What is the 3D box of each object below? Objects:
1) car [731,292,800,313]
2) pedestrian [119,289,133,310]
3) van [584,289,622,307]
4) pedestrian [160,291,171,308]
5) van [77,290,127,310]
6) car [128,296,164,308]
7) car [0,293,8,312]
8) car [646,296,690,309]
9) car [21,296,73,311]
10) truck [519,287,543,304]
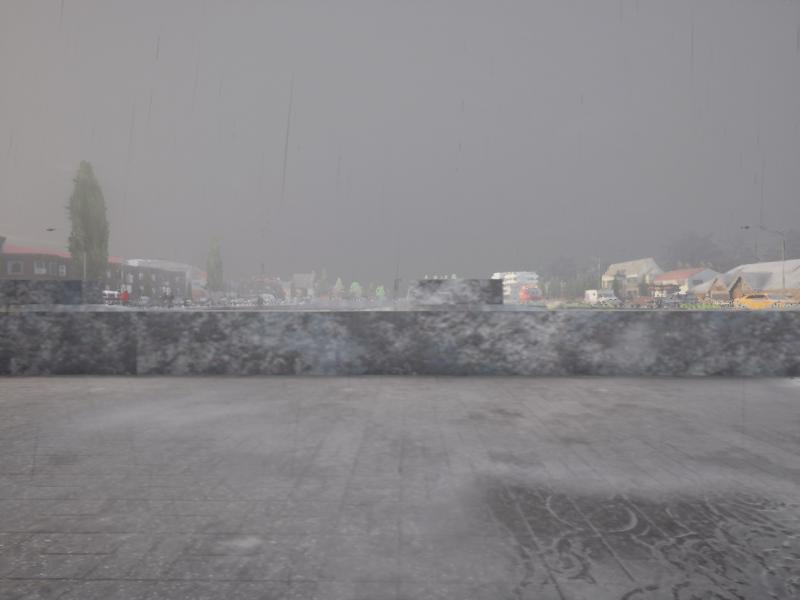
[{"bbox_3d":[29.193,0.187,31.625,1.882,1.535,5.008,0,0,1],"label":"car"},{"bbox_3d":[-23.987,-0.029,35.024,0.751,1.860,0.751,0,0,-5],"label":"pedestrian"},{"bbox_3d":[29.608,-0.257,58.626,2.351,2.431,6.366,0,0,1],"label":"van"},{"bbox_3d":[-26.395,-0.029,44.942,0.751,1.860,0.751,0,0,16],"label":"pedestrian"},{"bbox_3d":[-32.290,0.017,43.529,2.069,2.038,4.480,0,0,1],"label":"van"},{"bbox_3d":[-36.084,0.230,57.062,2.033,1.649,4.856,0,0,1],"label":"car"},{"bbox_3d":[-36.438,0.222,33.533,1.930,1.638,5.238,0,0,1],"label":"car"},{"bbox_3d":[29.382,0.272,44.035,1.994,1.385,4.181,0,0,1],"label":"car"},{"bbox_3d":[-36.321,0.304,41.306,1.970,1.475,3.806,0,0,1],"label":"car"},{"bbox_3d":[30.128,-0.958,92.604,2.891,3.827,8.468,0,0,1],"label":"truck"}]
